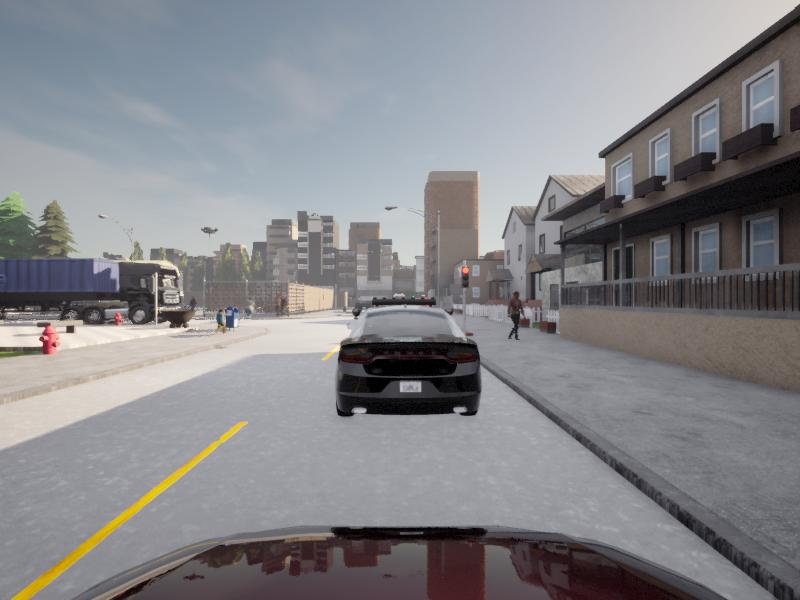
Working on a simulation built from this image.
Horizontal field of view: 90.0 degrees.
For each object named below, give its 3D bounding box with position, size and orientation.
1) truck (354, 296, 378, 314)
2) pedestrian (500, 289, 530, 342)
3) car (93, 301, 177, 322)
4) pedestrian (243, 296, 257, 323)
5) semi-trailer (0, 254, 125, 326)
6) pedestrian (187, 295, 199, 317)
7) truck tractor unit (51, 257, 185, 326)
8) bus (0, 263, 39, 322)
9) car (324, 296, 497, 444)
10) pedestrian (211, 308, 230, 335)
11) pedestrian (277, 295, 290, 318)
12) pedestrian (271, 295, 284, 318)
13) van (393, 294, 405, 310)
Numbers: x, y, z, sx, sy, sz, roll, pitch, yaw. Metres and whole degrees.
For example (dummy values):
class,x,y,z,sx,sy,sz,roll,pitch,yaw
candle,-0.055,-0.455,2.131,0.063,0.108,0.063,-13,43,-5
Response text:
class,x,y,z,sx,sy,sz,roll,pitch,yaw
truck,-4.111,0.542,49.206,2.390,2.098,6.274,0,0,0
pedestrian,4.112,0.533,14.350,0.751,1.860,0.751,0,0,-13
car,-19.756,0.833,30.030,4.902,1.511,2.128,0,0,0
pedestrian,-10.586,0.637,28.221,0.751,1.860,0.751,0,0,0
semi-trailer,-25.958,-0.618,25.917,14.254,4.402,2.717,0,0,-1
pedestrian,-18.216,0.534,35.197,0.751,1.860,0.751,0,0,41
truck tractor unit,-18.050,-0.525,26.015,6.516,4.208,3.053,-1,0,-1
bus,-33.891,-0.535,29.882,10.273,4.253,3.944,0,0,0
car,0.062,0.771,7.066,1.930,1.638,5.238,0,0,-1
pedestrian,-7.498,0.904,16.703,0.500,1.100,0.500,0,0,13
pedestrian,-9.786,0.534,33.616,0.751,1.860,0.751,0,0,27
pedestrian,-10.138,0.534,33.130,0.751,1.860,0.751,0,0,20
van,-0.137,0.321,66.654,1.988,2.561,5.915,0,0,0
